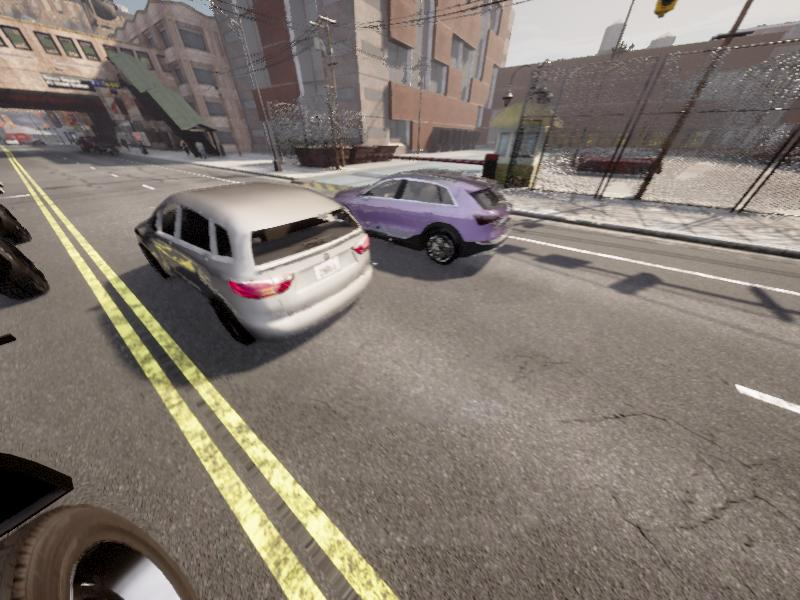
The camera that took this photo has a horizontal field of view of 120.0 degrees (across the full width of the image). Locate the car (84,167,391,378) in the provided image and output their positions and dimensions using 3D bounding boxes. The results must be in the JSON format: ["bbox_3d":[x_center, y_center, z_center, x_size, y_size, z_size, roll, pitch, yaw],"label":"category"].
[{"bbox_3d":[-2.689,-1.088,3.969,4.611,1.667,2.242,22,41,28],"label":"car"}]

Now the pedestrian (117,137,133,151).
[{"bbox_3d":[-43.099,-24.447,36.185,0.751,1.860,0.751,22,41,28],"label":"pedestrian"}]

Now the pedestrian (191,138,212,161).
[{"bbox_3d":[-19.875,-15.054,23.113,0.751,1.860,0.751,24,41,29],"label":"pedestrian"}]

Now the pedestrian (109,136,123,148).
[{"bbox_3d":[-53.243,-29.535,43.291,0.751,1.860,0.751,17,38,22],"label":"pedestrian"}]

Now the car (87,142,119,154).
[{"bbox_3d":[-43.953,-22.504,34.210,4.718,1.301,1.895,22,41,27],"label":"car"}]

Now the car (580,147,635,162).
[{"bbox_3d":[25.161,-17.817,28.233,4.718,1.301,1.895,22,41,27],"label":"car"}]

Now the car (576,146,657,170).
[{"bbox_3d":[19.313,-12.975,20.976,5.008,1.535,2.097,22,41,27],"label":"car"}]

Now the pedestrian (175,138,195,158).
[{"bbox_3d":[-23.618,-16.718,25.431,0.751,1.860,0.751,21,40,26],"label":"pedestrian"}]

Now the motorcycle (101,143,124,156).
[{"bbox_3d":[-38.607,-20.290,31.111,0.764,1.277,2.356,-15,38,-21],"label":"motorcycle"}]

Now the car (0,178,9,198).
[{"bbox_3d":[-19.693,-5.554,10.150,5.238,1.638,1.930,22,41,28],"label":"car"}]

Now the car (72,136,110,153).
[{"bbox_3d":[-50.039,-25.254,37.410,5.566,2.045,2.435,22,41,27],"label":"car"}]

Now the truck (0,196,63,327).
[{"bbox_3d":[-8.626,-1.228,3.737,6.274,2.098,2.390,22,41,28],"label":"truck"}]

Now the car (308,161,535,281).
[{"bbox_3d":[0.260,-2.330,5.796,4.856,1.649,2.033,22,41,28],"label":"car"}]

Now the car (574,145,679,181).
[{"bbox_3d":[15.020,-9.482,15.766,4.553,1.767,2.185,22,41,27],"label":"car"}]
